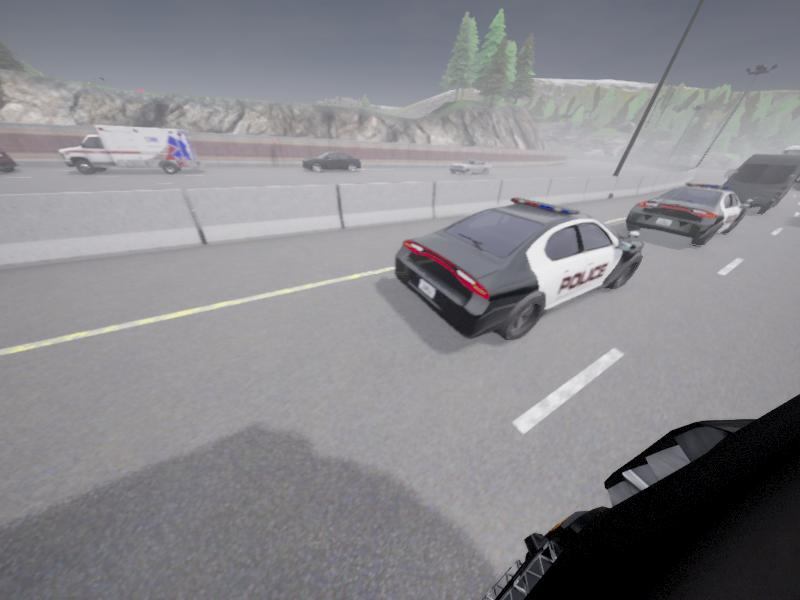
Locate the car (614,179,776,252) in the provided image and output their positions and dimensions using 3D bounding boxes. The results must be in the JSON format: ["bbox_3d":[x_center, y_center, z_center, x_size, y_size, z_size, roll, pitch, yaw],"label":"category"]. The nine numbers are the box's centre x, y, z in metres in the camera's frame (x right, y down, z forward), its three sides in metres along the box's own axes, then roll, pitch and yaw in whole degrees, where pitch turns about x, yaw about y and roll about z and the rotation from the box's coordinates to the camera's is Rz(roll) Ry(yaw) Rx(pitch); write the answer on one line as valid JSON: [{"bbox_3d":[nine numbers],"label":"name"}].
[{"bbox_3d":[10.057,-3.107,7.897,4.974,1.542,2.038,-16,38,-26],"label":"car"}]

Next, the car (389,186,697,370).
[{"bbox_3d":[2.498,-0.934,4.112,4.974,1.542,2.038,-16,38,-26],"label":"car"}]

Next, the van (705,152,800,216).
[{"bbox_3d":[19.894,-6.438,12.680,5.915,2.561,1.988,-17,39,-27],"label":"van"}]

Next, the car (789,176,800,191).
[{"bbox_3d":[41.442,-11.825,22.869,3.866,1.878,1.905,-24,42,-34],"label":"car"}]

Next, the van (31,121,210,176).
[{"bbox_3d":[-16.438,-9.360,14.494,6.366,2.431,2.351,-16,38,-26],"label":"van"}]

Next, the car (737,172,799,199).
[{"bbox_3d":[29.604,-9.336,18.622,4.514,1.525,2.007,-20,40,-30],"label":"car"}]

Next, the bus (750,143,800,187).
[{"bbox_3d":[50.219,-17.048,29.180,10.273,4.253,3.944,-27,44,-37],"label":"bus"}]

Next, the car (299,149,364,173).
[{"bbox_3d":[-5.829,-12.043,20.068,5.008,1.535,1.882,-16,38,-26],"label":"car"}]

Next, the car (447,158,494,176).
[{"bbox_3d":[7.209,-13.517,23.435,4.718,1.301,1.895,-21,41,-31],"label":"car"}]

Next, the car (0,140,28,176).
[{"bbox_3d":[-22.769,-7.186,11.574,3.705,1.549,1.789,-16,38,-26],"label":"car"}]

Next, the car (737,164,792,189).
[{"bbox_3d":[39.958,-13.774,25.533,5.566,2.045,2.150,-24,42,-34],"label":"car"}]
